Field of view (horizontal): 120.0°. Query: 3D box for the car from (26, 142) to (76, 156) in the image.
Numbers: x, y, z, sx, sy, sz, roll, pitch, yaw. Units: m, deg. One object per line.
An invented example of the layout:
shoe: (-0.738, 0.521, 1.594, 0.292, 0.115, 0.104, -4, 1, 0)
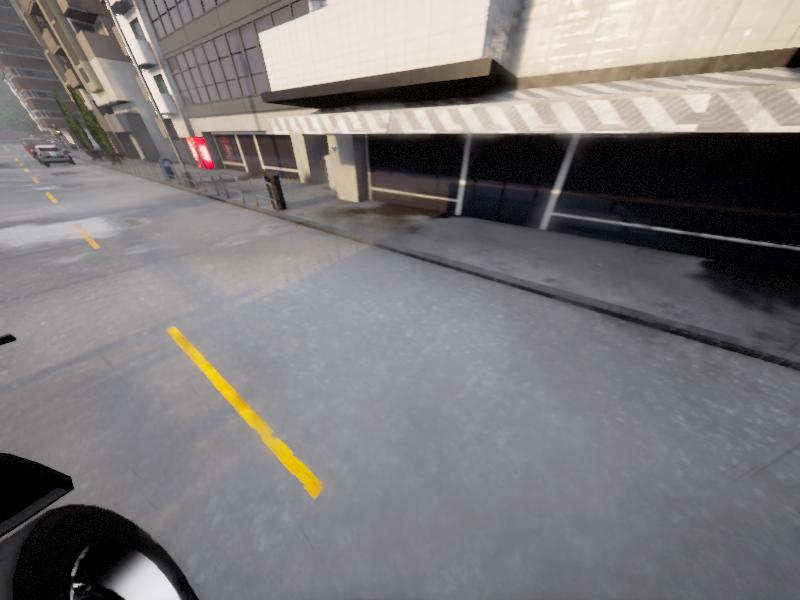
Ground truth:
car: (-48.876, -21.302, 32.514, 1.970, 1.475, 3.806, -12, 37, -16)

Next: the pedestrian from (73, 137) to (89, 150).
pedestrian: (-55.634, -27.310, 40.329, 0.751, 1.860, 0.751, 20, 40, 26)

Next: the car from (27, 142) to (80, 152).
car: (-56.948, -25.209, 38.065, 4.718, 1.301, 1.895, -6, 36, -8)

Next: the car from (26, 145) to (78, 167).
car: (-32.098, -13.353, 21.304, 3.806, 1.475, 1.970, 22, 41, 28)

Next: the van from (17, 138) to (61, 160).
van: (-41.124, -17.239, 26.299, 4.442, 1.987, 1.775, 22, 41, 28)
